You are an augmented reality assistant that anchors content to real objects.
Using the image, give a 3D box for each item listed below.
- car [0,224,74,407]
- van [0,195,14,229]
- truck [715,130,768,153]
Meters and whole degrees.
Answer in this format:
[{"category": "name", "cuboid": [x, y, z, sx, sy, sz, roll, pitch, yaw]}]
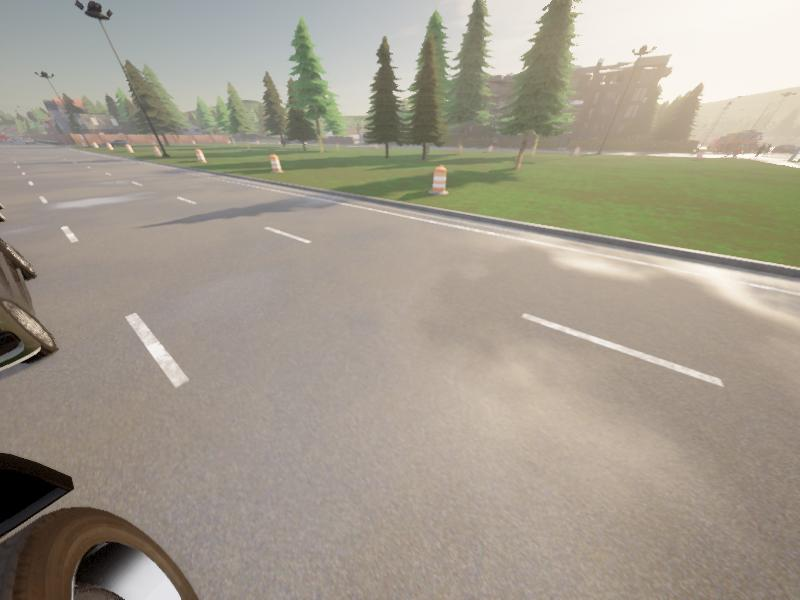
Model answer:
[{"category": "car", "cuboid": [-6.486, -0.151, 2.683, 5.027, 1.651, 2.152, 22, 41, 28]}, {"category": "van", "cuboid": [-13.947, -3.339, 6.823, 4.442, 1.987, 1.775, 22, 41, 28]}, {"category": "truck", "cuboid": [72.524, -33.926, 49.403, 2.891, 3.827, 8.468, 22, 40, 28]}]
